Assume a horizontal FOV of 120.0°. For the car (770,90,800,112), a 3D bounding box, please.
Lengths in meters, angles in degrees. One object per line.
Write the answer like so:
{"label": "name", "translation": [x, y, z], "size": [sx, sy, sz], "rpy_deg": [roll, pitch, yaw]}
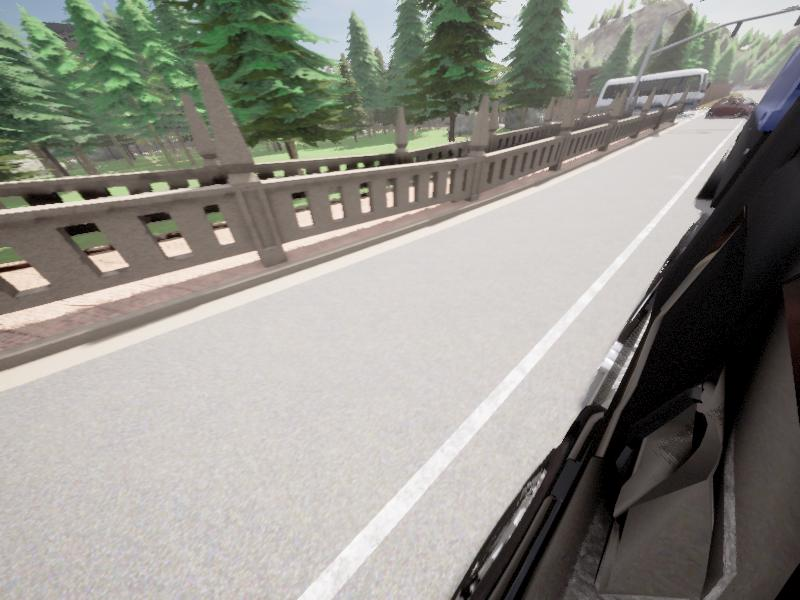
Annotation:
{"label": "car", "translation": [41.323, -20.082, 23.078], "size": [3.988, 1.617, 1.851], "rpy_deg": [20, 45, 28]}

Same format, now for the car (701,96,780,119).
{"label": "car", "translation": [32.269, -18.363, 22.100], "size": [1.845, 1.501, 3.633], "rpy_deg": [-4, 39, 0]}

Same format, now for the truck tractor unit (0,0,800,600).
{"label": "truck tractor unit", "translation": [2.645, -0.295, 0.351], "size": [6.516, 4.208, 3.053], "rpy_deg": [-28, 44, -30]}

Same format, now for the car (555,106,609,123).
{"label": "car", "translation": [25.210, -25.799, 32.203], "size": [1.801, 1.575, 5.366], "rpy_deg": [-30, 45, -28]}

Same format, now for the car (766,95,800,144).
{"label": "car", "translation": [22.234, -9.541, 12.036], "size": [1.932, 1.855, 4.605], "rpy_deg": [23, 46, 31]}

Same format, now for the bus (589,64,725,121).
{"label": "bus", "translation": [31.666, -25.900, 29.401], "size": [3.944, 4.253, 10.273], "rpy_deg": [-31, 45, -28]}

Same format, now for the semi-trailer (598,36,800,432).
{"label": "semi-trailer", "translation": [8.641, -3.704, 4.192], "size": [14.254, 4.402, 2.717], "rpy_deg": [-29, 44, -29]}
